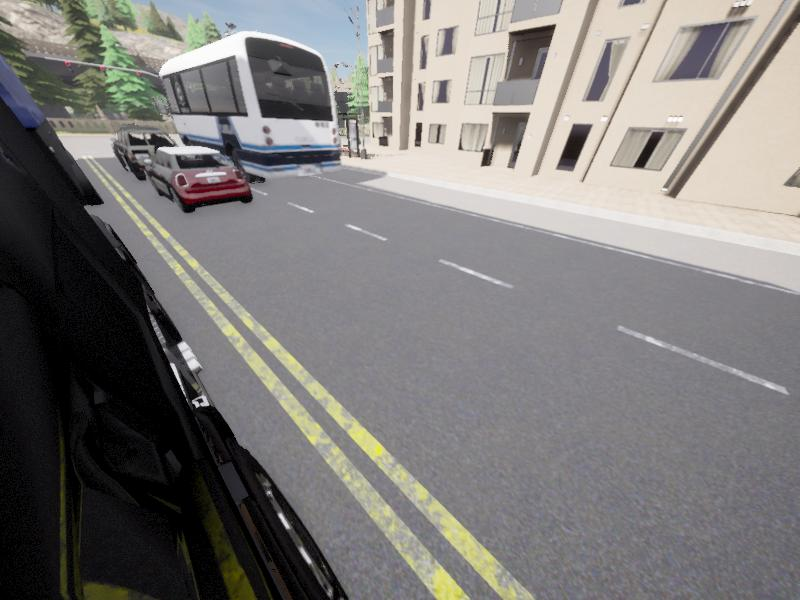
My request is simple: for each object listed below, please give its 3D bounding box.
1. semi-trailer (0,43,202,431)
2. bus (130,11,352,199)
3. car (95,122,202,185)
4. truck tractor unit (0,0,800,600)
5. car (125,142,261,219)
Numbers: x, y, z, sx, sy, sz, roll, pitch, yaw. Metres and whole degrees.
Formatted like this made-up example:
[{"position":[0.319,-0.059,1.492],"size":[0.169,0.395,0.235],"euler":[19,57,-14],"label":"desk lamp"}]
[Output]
[{"position":[-8.698,-3.601,4.234],"size":[14.254,4.402,2.717],"euler":[28,44,30],"label":"semi-trailer"},{"position":[-7.331,-8.192,10.603],"size":[10.273,4.253,3.944],"euler":[28,44,30],"label":"bus"},{"position":[-11.140,-6.608,10.231],"size":[4.605,1.855,1.932],"euler":[28,44,30],"label":"car"},{"position":[-2.645,-0.295,0.351],"size":[6.516,4.208,3.053],"euler":[28,44,30],"label":"truck tractor unit"},{"position":[-6.547,-3.991,7.346],"size":[3.806,1.475,1.970],"euler":[28,44,30],"label":"car"}]
